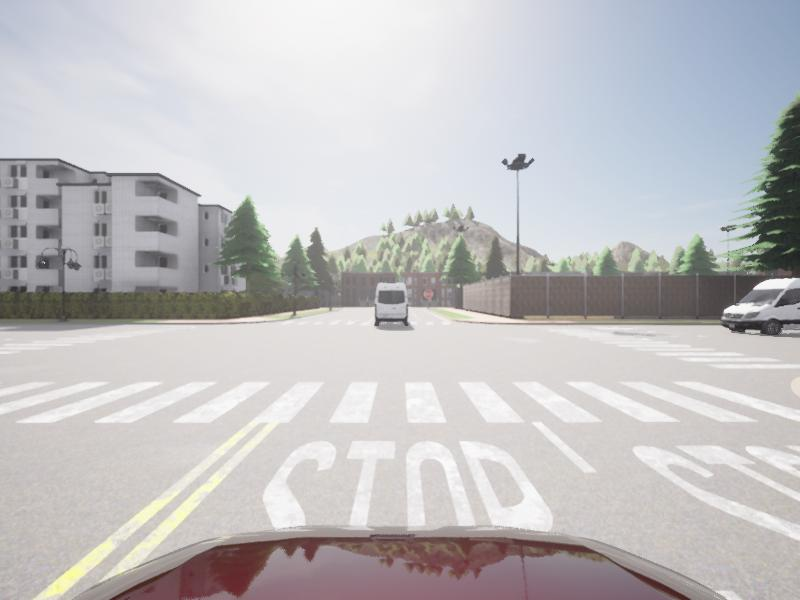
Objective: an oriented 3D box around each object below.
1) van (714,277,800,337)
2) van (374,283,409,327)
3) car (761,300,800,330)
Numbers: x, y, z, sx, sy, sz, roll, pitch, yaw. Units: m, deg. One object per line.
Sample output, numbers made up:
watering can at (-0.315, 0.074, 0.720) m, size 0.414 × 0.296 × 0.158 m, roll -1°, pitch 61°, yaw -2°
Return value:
van at (17.991, 0.284, 18.132) m, size 5.915 × 2.561 × 1.988 m, roll 0°, pitch 0°, yaw 1°
van at (-0.515, 0.263, 25.893) m, size 1.988 × 2.561 × 5.915 m, roll 0°, pitch 0°, yaw -1°
car at (22.629, 0.785, 21.569) m, size 4.514 × 1.525 × 2.007 m, roll 0°, pitch 0°, yaw 1°
